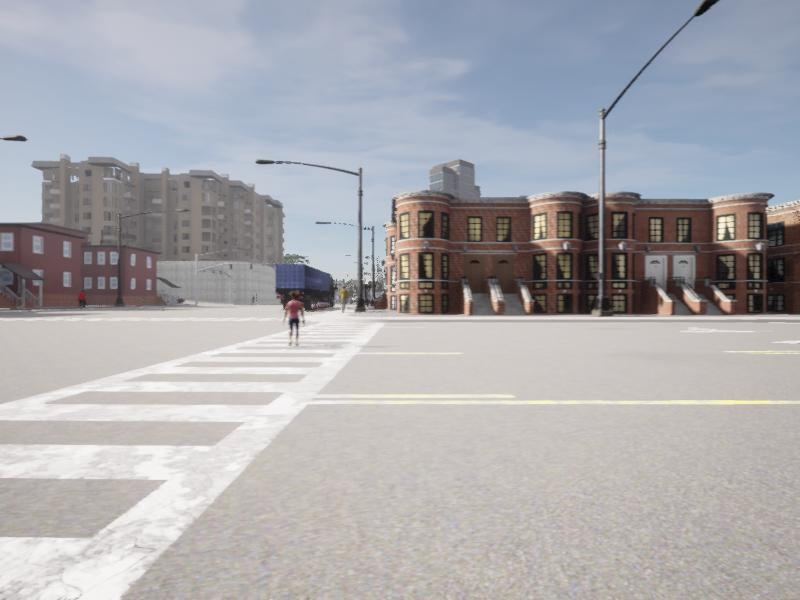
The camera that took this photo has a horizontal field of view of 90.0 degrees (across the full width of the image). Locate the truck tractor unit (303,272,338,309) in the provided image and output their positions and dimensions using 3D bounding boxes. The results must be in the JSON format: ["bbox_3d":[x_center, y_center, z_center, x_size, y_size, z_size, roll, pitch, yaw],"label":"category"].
[{"bbox_3d":[-9.703,-1.119,49.317,3.053,4.208,6.516,0,0,0],"label":"truck tractor unit"}]

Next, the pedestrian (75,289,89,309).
[{"bbox_3d":[-29.950,-0.109,37.691,0.751,1.860,0.751,0,0,-1],"label":"pedestrian"}]

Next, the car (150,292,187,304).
[{"bbox_3d":[-39.493,-0.357,68.317,5.238,1.638,1.930,5,0,0],"label":"car"}]

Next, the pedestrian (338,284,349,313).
[{"bbox_3d":[-3.732,-0.114,26.444,0.751,1.860,0.751,0,0,-6],"label":"pedestrian"}]

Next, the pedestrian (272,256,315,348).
[{"bbox_3d":[-2.241,0.038,8.507,0.751,1.860,0.751,0,0,-4],"label":"pedestrian"}]

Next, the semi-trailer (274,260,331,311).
[{"bbox_3d":[-9.577,-1.214,41.406,2.717,4.402,14.254,0,0,-1],"label":"semi-trailer"}]

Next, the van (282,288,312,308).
[{"bbox_3d":[-13.249,-0.219,51.974,2.351,2.431,6.366,0,0,0],"label":"van"}]
